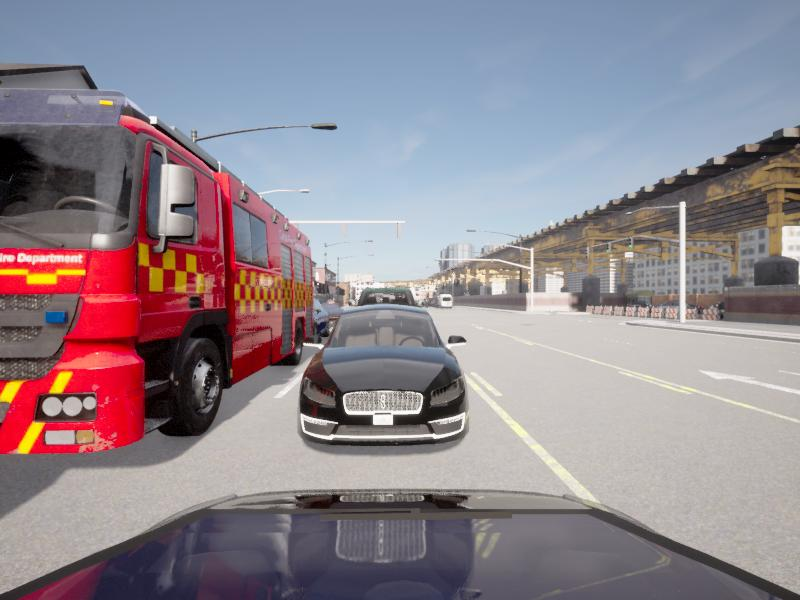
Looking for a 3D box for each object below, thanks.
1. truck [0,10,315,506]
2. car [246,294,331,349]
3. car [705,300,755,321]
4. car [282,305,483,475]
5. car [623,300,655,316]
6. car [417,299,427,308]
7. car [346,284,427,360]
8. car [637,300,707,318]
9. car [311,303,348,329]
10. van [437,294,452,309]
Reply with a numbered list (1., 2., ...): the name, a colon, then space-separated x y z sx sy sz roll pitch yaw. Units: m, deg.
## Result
1. truck: -3.763 -0.320 7.296 2.891 3.827 8.468 0 0 -2
2. car: -3.999 0.695 15.235 2.097 1.767 4.553 0 0 -2
3. car: 26.240 0.796 32.028 2.038 1.542 4.974 0 0 27
4. car: -0.220 0.845 6.104 1.837 1.490 4.892 0 0 -2
5. car: 25.138 0.796 41.974 2.038 1.542 4.974 0 0 42
6. car: 4.486 0.657 81.883 1.905 1.878 3.866 0 0 -2
7. car: -0.444 0.565 13.463 2.150 2.045 5.566 0 0 -2
8. car: 25.288 0.796 37.368 2.038 1.542 4.974 0 0 -38
9. car: -4.463 0.901 25.246 2.033 1.411 5.357 0 0 -11
10. van: 8.225 0.301 74.150 1.988 2.561 5.915 0 0 -2
